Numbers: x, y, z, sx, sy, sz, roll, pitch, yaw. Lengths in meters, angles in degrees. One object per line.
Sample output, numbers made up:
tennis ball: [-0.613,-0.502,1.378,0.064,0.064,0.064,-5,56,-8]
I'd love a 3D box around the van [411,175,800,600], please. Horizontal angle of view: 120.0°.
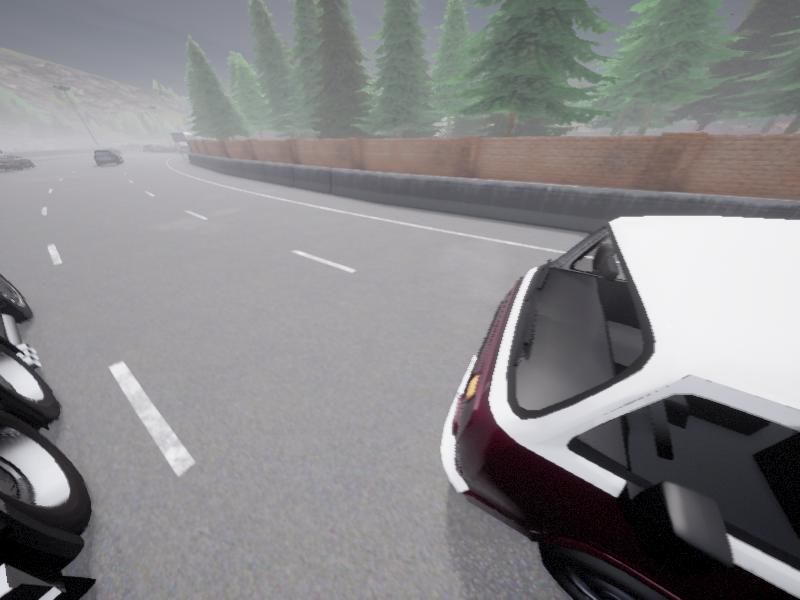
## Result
van: [2.527,0.940,0.879,4.480,2.038,2.069,19,40,25]

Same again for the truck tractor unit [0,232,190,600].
truck tractor unit: [-5.060,-0.343,0.868,6.516,4.208,3.053,20,40,27]

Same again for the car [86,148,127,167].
car: [-35.944,-17.629,28.454,2.033,1.649,4.856,-25,42,-31]

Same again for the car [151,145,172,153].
car: [-62.950,-39.969,61.039,2.033,1.649,4.856,-13,37,-17]

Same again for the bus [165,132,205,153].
bus: [-55.630,-41.136,60.356,3.944,4.253,10.273,-14,37,-18]

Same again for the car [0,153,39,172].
car: [-39.625,-14.006,23.461,1.994,1.385,4.181,-25,42,-31]
